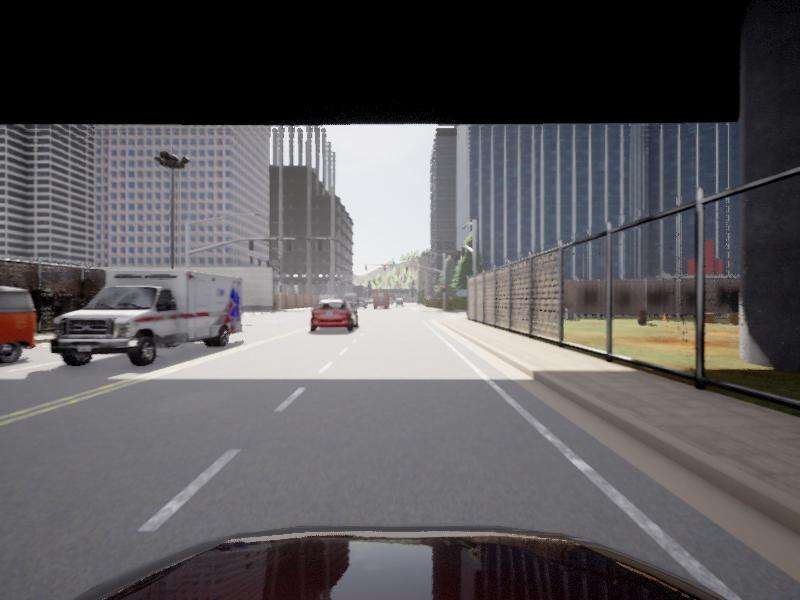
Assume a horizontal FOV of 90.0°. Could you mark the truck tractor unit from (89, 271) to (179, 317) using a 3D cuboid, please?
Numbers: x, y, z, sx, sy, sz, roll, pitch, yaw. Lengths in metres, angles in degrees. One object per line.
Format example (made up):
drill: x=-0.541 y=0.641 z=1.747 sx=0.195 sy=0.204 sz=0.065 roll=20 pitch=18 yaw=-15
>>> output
truck tractor unit: x=-25.125 y=-0.564 z=38.101 sx=6.516 sy=4.208 sz=3.053 roll=0 pitch=0 yaw=0

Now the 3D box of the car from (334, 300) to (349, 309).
car: x=-10.528 y=0.791 z=72.384 sx=2.033 sy=1.649 sz=4.856 roll=0 pitch=0 yaw=0

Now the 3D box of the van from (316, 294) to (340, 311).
van: x=-10.526 y=0.387 z=59.064 sx=2.351 sy=2.431 sz=6.366 roll=0 pitch=0 yaw=0

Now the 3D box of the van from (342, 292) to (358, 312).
van: x=-6.671 y=0.319 z=53.661 sx=1.988 sy=2.561 sz=5.915 roll=0 pitch=-1 yaw=-6

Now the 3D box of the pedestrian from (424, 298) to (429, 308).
pedestrian: x=5.000 y=0.497 z=75.100 sx=0.751 sy=1.860 sz=0.751 roll=0 pitch=0 yaw=-11

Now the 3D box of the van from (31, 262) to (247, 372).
van: x=-7.006 y=0.380 z=12.062 sx=2.351 sy=2.431 sz=6.366 roll=0 pitch=0 yaw=0

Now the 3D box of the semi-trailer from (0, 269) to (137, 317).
semi-trailer: x=-33.038 y=-0.667 z=38.106 sx=14.254 sy=4.402 sz=2.717 roll=0 pitch=0 yaw=0

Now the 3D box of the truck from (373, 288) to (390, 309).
truck: x=-3.527 y=-0.308 z=78.073 sx=2.891 sy=3.827 sz=8.468 roll=0 pitch=0 yaw=0

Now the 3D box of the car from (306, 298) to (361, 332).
car: x=-3.487 y=0.760 z=21.930 sx=2.242 sy=1.667 sz=4.611 roll=0 pitch=0 yaw=0

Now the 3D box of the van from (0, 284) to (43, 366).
van: x=-10.502 y=0.601 z=8.547 sx=1.775 sy=1.987 sz=4.442 roll=0 pitch=0 yaw=0
